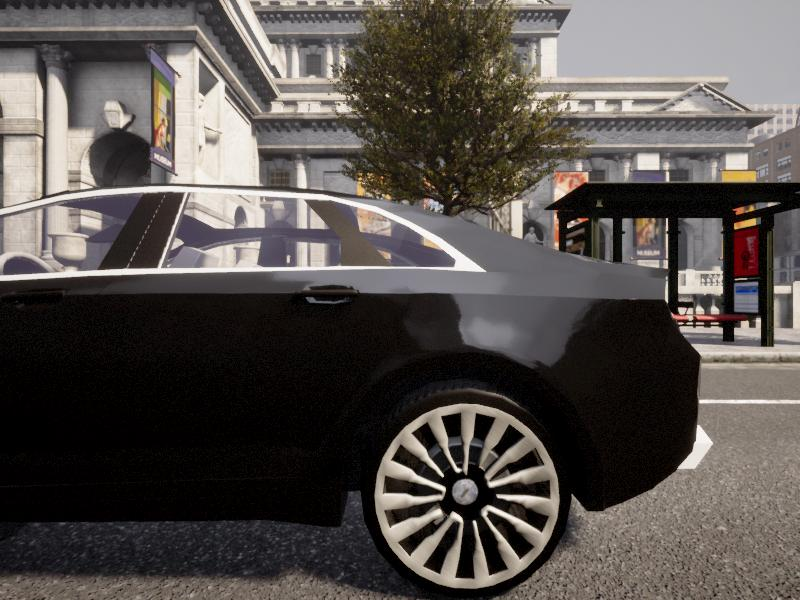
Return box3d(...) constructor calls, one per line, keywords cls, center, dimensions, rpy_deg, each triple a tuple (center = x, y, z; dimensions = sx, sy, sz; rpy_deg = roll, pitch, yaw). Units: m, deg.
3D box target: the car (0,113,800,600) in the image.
box3d(cls="car", center=(-1.169, 0.236, 2.211), dimensions=(4.902, 1.511, 2.128), rpy_deg=(0, 0, 1))
